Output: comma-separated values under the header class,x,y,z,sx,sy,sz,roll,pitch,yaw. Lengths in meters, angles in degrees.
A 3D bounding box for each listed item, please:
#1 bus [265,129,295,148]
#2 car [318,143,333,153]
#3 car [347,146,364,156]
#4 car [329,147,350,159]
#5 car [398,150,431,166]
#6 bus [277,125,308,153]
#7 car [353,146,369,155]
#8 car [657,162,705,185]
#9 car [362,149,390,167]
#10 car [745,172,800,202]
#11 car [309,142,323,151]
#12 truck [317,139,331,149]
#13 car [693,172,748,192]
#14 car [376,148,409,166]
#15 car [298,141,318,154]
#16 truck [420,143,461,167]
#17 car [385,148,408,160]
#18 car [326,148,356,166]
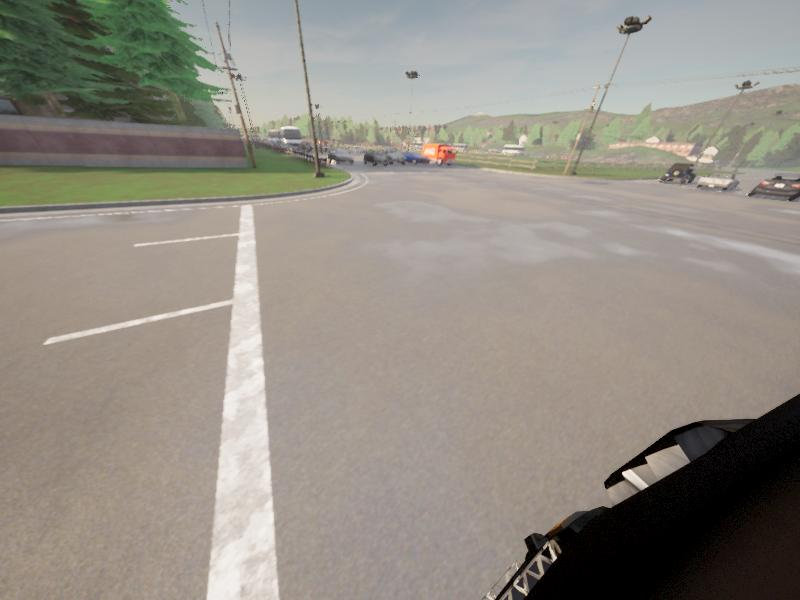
class,x,y,z,sx,sy,sz,roll,pitch,yaw
bus,-35.373,-47.560,68.048,3.944,4.253,10.273,-25,42,-35
car,-16.361,-33.230,50.537,2.242,1.667,4.611,-11,36,-20
car,-9.089,-30.380,47.041,1.970,1.475,3.806,-16,38,-26
car,-9.728,-23.592,36.993,1.994,1.385,4.181,-14,38,-24
car,1.879,-19.656,31.897,1.882,1.535,5.008,-16,38,-26
bus,-22.623,-33.575,48.242,3.944,4.253,10.273,-15,38,-23
car,-8.926,-34.010,52.549,1.994,1.385,4.181,-16,38,-26
car,30.204,-13.631,24.837,3.866,1.878,1.905,-16,38,-26
car,-2.848,-16.626,27.007,1.789,1.549,3.705,-16,38,-26
car,29.962,-8.952,18.057,4.611,1.667,2.242,-16,38,-26
car,-21.063,-38.366,57.806,2.242,1.667,4.611,-16,38,-26
truck,-24.282,-49.537,73.458,2.627,2.467,5.204,-16,38,-26
car,29.608,-10.957,21.348,4.718,1.301,1.895,-16,38,-26
car,-1.135,-18.813,30.331,2.152,1.651,5.027,-16,38,-26
car,-17.745,-29.251,44.315,1.905,1.878,3.866,-25,43,-35
truck,5.537,-20.316,32.322,2.627,2.467,5.204,-16,39,-26
car,-0.652,-25.972,41.098,2.007,1.525,4.514,-16,39,-26
car,-6.933,-16.749,26.969,1.812,1.442,4.674,-16,38,-26
